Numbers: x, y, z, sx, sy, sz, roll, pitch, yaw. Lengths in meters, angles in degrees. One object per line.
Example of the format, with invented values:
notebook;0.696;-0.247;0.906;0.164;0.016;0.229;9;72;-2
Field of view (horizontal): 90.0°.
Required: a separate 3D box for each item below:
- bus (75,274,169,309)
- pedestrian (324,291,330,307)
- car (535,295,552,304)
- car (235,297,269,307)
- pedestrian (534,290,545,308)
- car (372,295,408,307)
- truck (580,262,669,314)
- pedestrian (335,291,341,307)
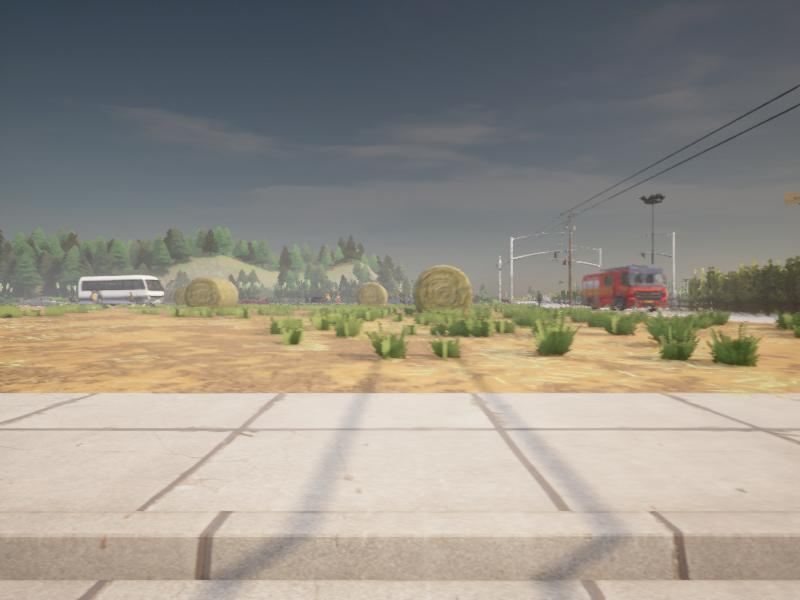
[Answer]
bus;-37.632;-1.110;54.415;10.273;4.253;3.944;-1;0;4
pedestrian;-8.608;-0.118;47.143;0.751;1.860;0.751;0;0;-8
car;24.326;-0.082;67.906;1.812;1.442;4.674;0;2;7
car;-20.981;0.258;56.831;4.193;1.474;1.816;0;0;3
pedestrian;13.828;-0.096;39.695;0.751;1.860;0.751;0;0;-7
car;-1.342;0.171;55.461;4.856;1.649;2.033;0;0;4
truck;18.565;-0.904;33.899;2.891;3.827;8.468;0;0;1
pedestrian;-7.405;-0.119;48.004;0.751;1.860;0.751;0;0;-8
